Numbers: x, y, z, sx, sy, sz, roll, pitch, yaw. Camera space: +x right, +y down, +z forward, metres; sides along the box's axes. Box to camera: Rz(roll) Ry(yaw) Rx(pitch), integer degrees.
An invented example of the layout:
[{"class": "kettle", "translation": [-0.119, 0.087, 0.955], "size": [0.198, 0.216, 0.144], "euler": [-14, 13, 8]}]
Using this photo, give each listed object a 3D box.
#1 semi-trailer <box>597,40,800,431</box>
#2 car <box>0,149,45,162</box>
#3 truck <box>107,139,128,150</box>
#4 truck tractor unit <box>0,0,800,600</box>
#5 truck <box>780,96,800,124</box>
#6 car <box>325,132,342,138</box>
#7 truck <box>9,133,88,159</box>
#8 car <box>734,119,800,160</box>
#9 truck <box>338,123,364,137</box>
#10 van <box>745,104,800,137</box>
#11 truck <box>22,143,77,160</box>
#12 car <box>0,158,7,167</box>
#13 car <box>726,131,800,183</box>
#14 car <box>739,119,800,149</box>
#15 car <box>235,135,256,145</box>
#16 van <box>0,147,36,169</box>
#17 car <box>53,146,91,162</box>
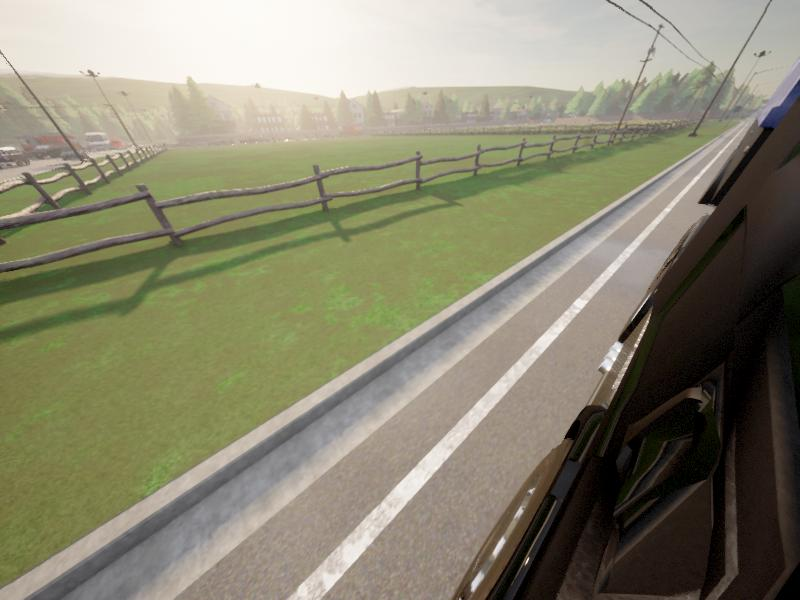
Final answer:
[{"class": "semi-trailer", "translation": [8.714, -3.598, 4.207], "size": [14.254, 4.402, 2.717], "euler": [-28, 44, -30]}, {"class": "car", "translation": [-70.980, -27.116, 43.246], "size": [2.152, 1.651, 5.027], "euler": [-11, 38, -11]}, {"class": "truck", "translation": [-83.299, -45.944, 68.184], "size": [2.627, 2.467, 5.204], "euler": [-27, 43, -29]}, {"class": "truck tractor unit", "translation": [2.645, -0.295, 0.352], "size": [6.516, 4.208, 3.053], "euler": [-28, 44, -30]}, {"class": "truck", "translation": [69.432, -32.686, 39.540], "size": [8.468, 3.827, 2.891], "euler": [-28, 44, -29]}, {"class": "car", "translation": [-22.456, -55.848, 78.235], "size": [5.366, 1.575, 1.801], "euler": [-28, 43, -29]}, {"class": "truck", "translation": [-68.322, -30.422, 45.401], "size": [2.891, 3.827, 8.468], "euler": [-8, 37, -7]}, {"class": "car", "translation": [22.180, -9.554, 13.603], "size": [5.027, 1.651, 2.152], "euler": [-28, 44, -29]}, {"class": "truck", "translation": [-17.731, -61.980, 84.192], "size": [8.468, 3.827, 2.891], "euler": [-28, 43, -29]}, {"class": "van", "translation": [38.815, -18.424, 23.678], "size": [2.351, 2.431, 6.366], "euler": [28, 46, 34]}, {"class": "truck", "translation": [-63.625, -27.146, 42.174], "size": [2.390, 2.098, 6.274], "euler": [-15, 39, -16]}, {"class": "car", "translation": [-53.860, -17.927, 29.784], "size": [1.816, 1.474, 4.193], "euler": [-27, 43, -29]}, {"class": "car", "translation": [15.728, -6.042, 9.574], "size": [4.181, 1.385, 1.994], "euler": [-28, 44, -30]}, {"class": "car", "translation": [27.220, -12.160, 16.867], "size": [4.792, 1.488, 2.163], "euler": [-28, 44, -29]}, {"class": "car", "translation": [-41.679, -43.206, 62.355], "size": [3.866, 1.878, 1.905], "euler": [-28, 43, -29]}, {"class": "van", "translation": [-48.301, -17.525, 28.424], "size": [2.069, 2.038, 4.480], "euler": [-27, 43, -29]}, {"class": "car", "translation": [-51.711, -23.144, 36.507], "size": [2.242, 1.667, 4.611], "euler": [-27, 44, -29]}]
